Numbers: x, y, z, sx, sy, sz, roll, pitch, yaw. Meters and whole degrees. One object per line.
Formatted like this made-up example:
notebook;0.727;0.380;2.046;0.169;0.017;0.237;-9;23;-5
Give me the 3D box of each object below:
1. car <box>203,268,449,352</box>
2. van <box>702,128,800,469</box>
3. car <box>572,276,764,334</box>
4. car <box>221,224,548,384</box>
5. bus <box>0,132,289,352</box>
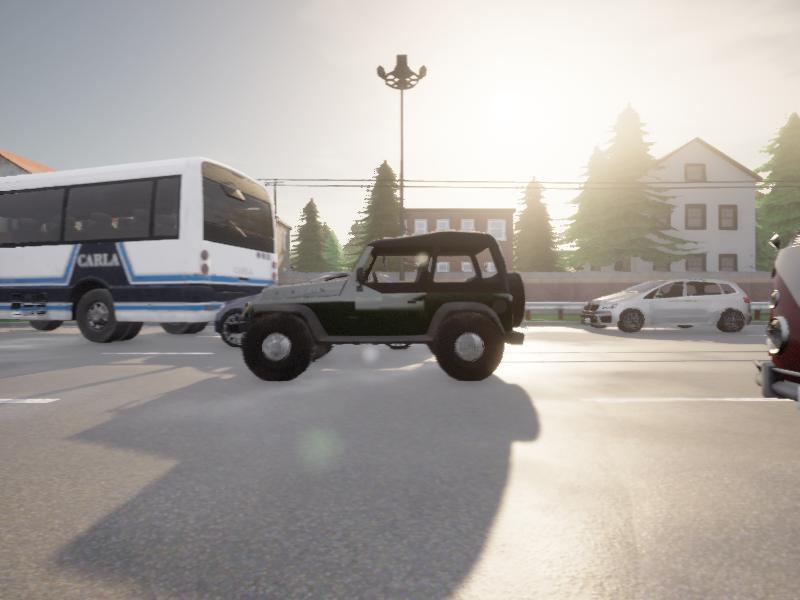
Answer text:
car;-1.474;0.185;9.121;5.027;1.651;2.152;0;0;4
van;4.553;-0.009;2.203;4.442;1.987;1.775;0;0;0
car;8.250;0.145;12.705;4.611;1.667;2.242;0;0;0
car;-0.182;0.045;5.701;3.866;1.878;1.905;0;0;0
bus;-8.680;-1.117;10.942;10.273;4.253;3.944;0;0;14
